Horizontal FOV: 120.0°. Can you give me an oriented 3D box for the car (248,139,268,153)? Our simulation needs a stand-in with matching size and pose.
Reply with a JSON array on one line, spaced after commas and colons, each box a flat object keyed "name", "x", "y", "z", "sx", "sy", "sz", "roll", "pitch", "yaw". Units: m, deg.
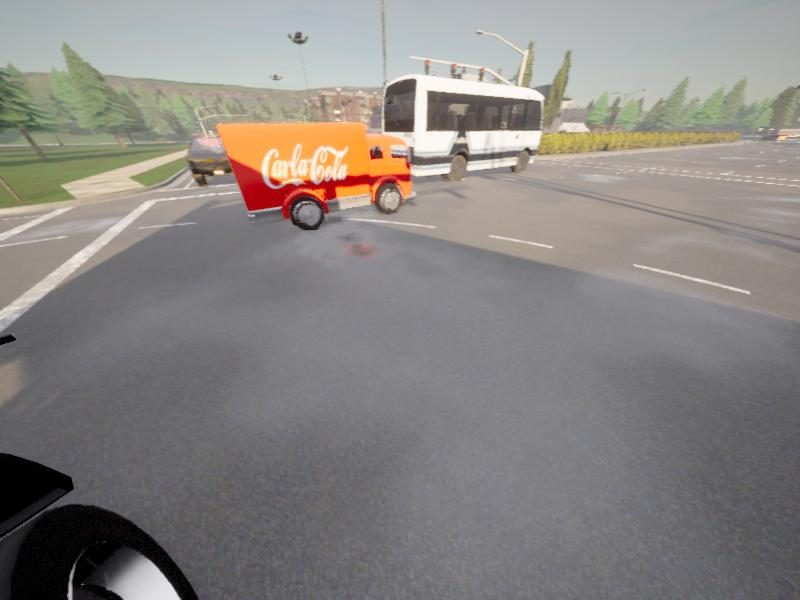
[{"name": "car", "x": -21.678, "y": -23.517, "z": 35.192, "sx": 2.038, "sy": 1.542, "sz": 4.974, "roll": -19, "pitch": 40, "yaw": -23}]

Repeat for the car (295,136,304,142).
[{"name": "car", "x": -33.315, "y": -53.434, "z": 76.674, "sx": 1.812, "sy": 1.442, "sz": 4.674, "roll": -19, "pitch": 40, "yaw": -24}]

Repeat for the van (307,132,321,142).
[{"name": "van", "x": -27.415, "y": -51.946, "z": 73.715, "sx": 2.351, "sy": 2.431, "sz": 6.366, "roll": -19, "pitch": 40, "yaw": -24}]

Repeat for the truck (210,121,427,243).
[{"name": "truck", "x": -2.115, "y": -3.918, "z": 7.148, "sx": 5.204, "sy": 2.467, "sz": 2.627, "roll": -21, "pitch": 41, "yaw": -25}]

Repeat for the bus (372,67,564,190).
[{"name": "bus", "x": 4.009, "y": -9.691, "z": 13.528, "sx": 10.273, "sy": 4.253, "sz": 3.944, "roll": -21, "pitch": 41, "yaw": -26}]

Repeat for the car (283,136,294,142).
[{"name": "car", "x": -36.247, "y": -52.318, "z": 75.039, "sx": 2.038, "sy": 1.542, "sz": 4.974, "roll": -19, "pitch": 40, "yaw": -24}]

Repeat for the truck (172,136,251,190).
[{"name": "truck", "x": -10.512, "y": -8.177, "z": 13.421, "sx": 2.390, "sy": 2.098, "sz": 6.274, "roll": -19, "pitch": 40, "yaw": -24}]

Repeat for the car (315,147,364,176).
[{"name": "car", "x": -4.379, "y": -9.979, "z": 16.467, "sx": 1.994, "sy": 1.385, "sz": 4.181, "roll": -20, "pitch": 40, "yaw": -25}]

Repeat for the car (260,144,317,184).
[{"name": "car", "x": -7.077, "y": -8.616, "z": 14.398, "sx": 2.152, "sy": 1.651, "sz": 5.027, "roll": -19, "pitch": 40, "yaw": -23}]

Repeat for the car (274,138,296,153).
[{"name": "car", "x": -17.237, "y": -23.150, "z": 34.556, "sx": 2.033, "sy": 1.649, "sz": 4.856, "roll": -19, "pitch": 40, "yaw": -23}]
